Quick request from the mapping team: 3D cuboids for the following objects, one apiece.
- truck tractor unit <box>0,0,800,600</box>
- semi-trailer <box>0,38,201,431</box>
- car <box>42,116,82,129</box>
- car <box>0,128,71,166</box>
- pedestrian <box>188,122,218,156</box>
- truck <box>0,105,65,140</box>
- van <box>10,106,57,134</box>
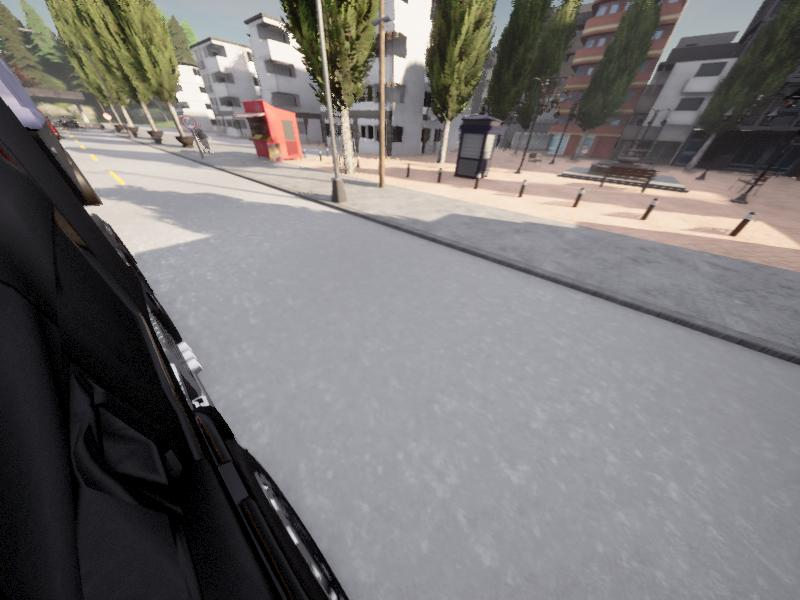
[{"bbox_3d":[-2.645,-0.295,0.352,6.516,4.208,3.053,28,44,30],"label":"truck tractor unit"},{"bbox_3d":[-8.711,-3.584,4.232,14.254,4.402,2.717,28,43,30],"label":"semi-trailer"},{"bbox_3d":[-59.122,-31.067,40.431,4.974,1.542,2.038,14,39,15],"label":"car"},{"bbox_3d":[-20.076,-8.382,12.525,4.181,1.385,1.994,28,43,30],"label":"car"},{"bbox_3d":[-13.848,-11.332,16.294,0.751,1.860,0.751,18,39,19],"label":"pedestrian"},{"bbox_3d":[-35.724,-17.162,22.430,5.204,2.467,2.627,28,43,30],"label":"truck"},{"bbox_3d":[-45.264,-22.301,28.666,5.915,2.561,1.988,28,44,30],"label":"van"}]
